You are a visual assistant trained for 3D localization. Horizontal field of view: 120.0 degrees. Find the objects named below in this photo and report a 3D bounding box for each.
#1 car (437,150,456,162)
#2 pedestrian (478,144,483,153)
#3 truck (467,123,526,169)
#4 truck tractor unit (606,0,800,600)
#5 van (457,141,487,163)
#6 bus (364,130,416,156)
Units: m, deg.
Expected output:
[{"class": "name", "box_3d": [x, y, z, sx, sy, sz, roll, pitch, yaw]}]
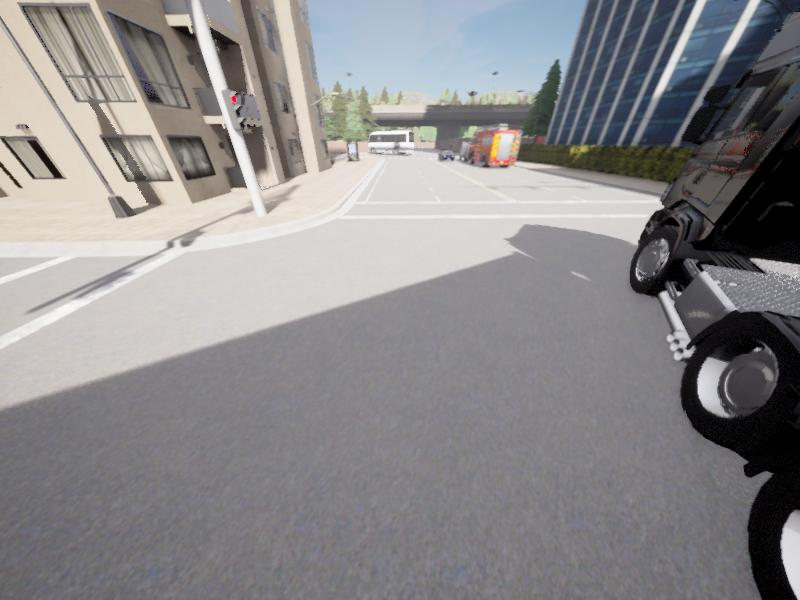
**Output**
[{"class": "car", "box_3d": [6.988, -21.745, 34.869, 1.895, 1.301, 4.718, 0, 34, 0]}, {"class": "pedestrian", "box_3d": [19.820, -37.456, 56.972, 0.751, 1.860, 0.751, -4, 34, -5]}, {"class": "truck", "box_3d": [10.545, -17.639, 26.577, 2.891, 3.827, 8.468, 0, 34, 0]}, {"class": "truck tractor unit", "box_3d": [4.450, -0.687, 1.346, 3.053, 4.208, 6.516, 19, 39, 26]}, {"class": "van", "box_3d": [10.490, -22.046, 34.290, 2.351, 2.431, 6.366, 0, 34, 0]}, {"class": "bus", "box_3d": [-2.211, -33.838, 49.946, 10.273, 4.253, 3.944, 15, 35, 21]}]
